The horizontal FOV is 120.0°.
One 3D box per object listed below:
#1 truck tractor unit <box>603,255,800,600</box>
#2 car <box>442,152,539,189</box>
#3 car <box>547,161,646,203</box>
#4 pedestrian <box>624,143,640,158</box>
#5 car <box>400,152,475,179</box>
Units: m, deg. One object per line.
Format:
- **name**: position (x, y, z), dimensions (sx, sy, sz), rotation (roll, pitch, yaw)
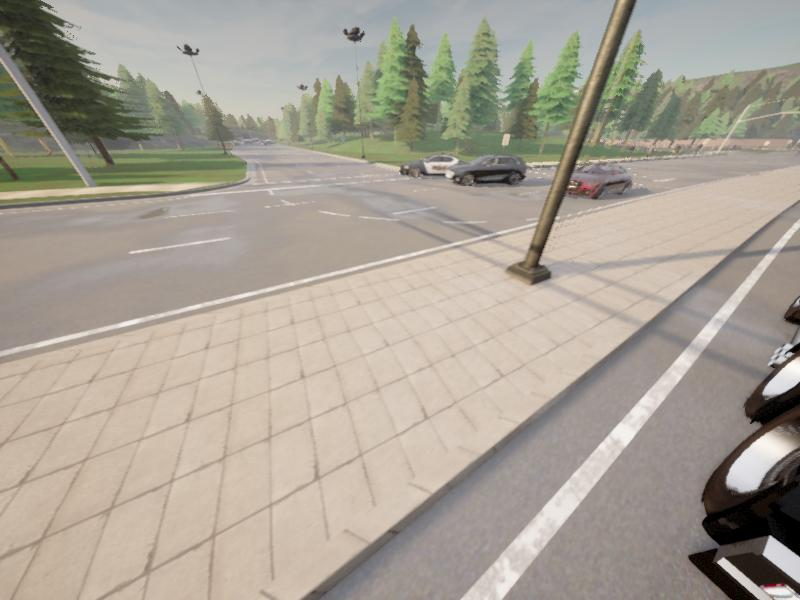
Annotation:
- **truck tractor unit**: position (5.097, -0.314, 0.802), dimensions (6.516, 4.208, 3.053), rotation (-19, 39, -25)
- **car**: position (5.318, -7.913, 14.031), dimensions (4.856, 1.649, 2.033), rotation (-5, 36, -8)
- **car**: position (9.789, -6.016, 11.562), dimensions (4.181, 1.385, 1.994), rotation (-18, 39, -25)
- **pedestrian**: position (33.914, -21.806, 33.739), dimensions (0.751, 1.860, 0.751), rotation (-16, 38, -22)
- **car**: position (2.524, -9.751, 16.750), dimensions (4.974, 1.542, 2.038), rotation (0, 33, -2)
